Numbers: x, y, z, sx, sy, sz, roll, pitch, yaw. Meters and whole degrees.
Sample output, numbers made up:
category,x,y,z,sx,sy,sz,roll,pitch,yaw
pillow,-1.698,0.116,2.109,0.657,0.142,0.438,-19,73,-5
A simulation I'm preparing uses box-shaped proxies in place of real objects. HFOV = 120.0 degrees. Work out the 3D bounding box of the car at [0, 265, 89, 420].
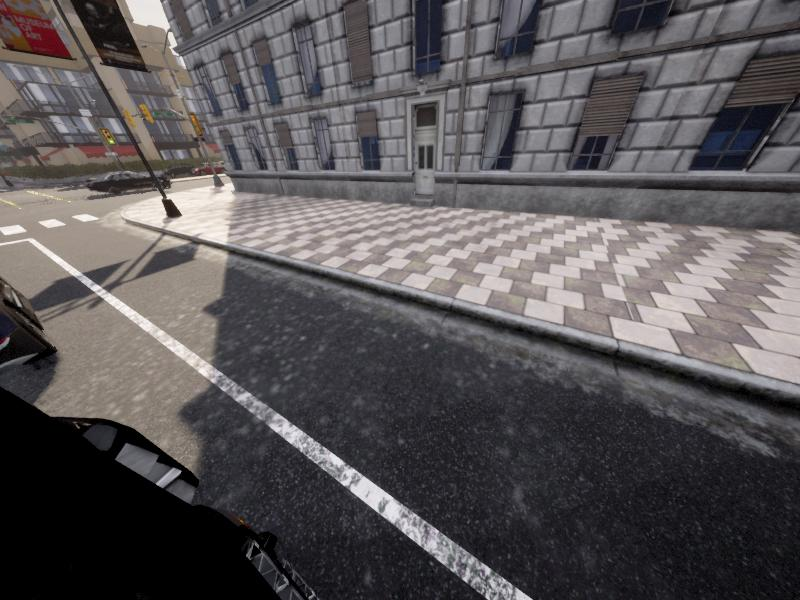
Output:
category,x,y,z,sx,sy,sz,roll,pitch,yaw
car,-6.518,0.154,2.751,4.856,1.649,2.033,16,38,26

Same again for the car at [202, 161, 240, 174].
category,x,y,z,sx,sy,sz,roll,pitch,yaw
car,-27.190,-20.246,35.207,1.970,1.475,3.806,16,38,26

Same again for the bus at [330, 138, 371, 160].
category,x,y,z,sx,sy,sz,roll,pitch,yaw
bus,-13.127,-39.811,61.067,10.273,4.253,3.944,20,40,30

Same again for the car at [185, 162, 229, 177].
category,x,y,z,sx,sy,sz,roll,pitch,yaw
car,-25.914,-17.648,31.195,1.970,1.475,3.806,16,38,26

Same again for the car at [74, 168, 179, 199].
category,x,y,z,sx,sy,sz,roll,pitch,yaw
car,-21.433,-9.407,18.404,2.128,1.511,4.902,16,38,26

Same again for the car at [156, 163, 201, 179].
category,x,y,z,sx,sy,sz,roll,pitch,yaw
car,-29.909,-17.580,31.333,1.789,1.549,3.705,16,38,26
